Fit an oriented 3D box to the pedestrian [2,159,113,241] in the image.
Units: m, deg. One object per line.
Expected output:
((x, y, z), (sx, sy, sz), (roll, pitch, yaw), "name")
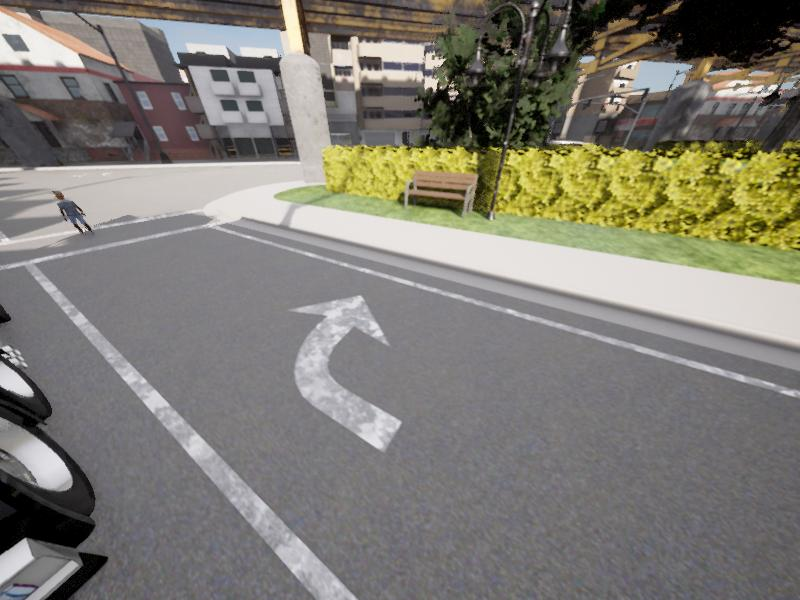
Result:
((-9.120, -2.688, 6.260), (0.751, 1.860, 0.751), (16, 38, 22), "pedestrian")

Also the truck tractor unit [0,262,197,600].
((-5.110, -0.301, 0.784), (6.516, 4.208, 3.053), (18, 39, 24), "truck tractor unit")

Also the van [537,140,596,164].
((17.613, -15.711, 24.605), (4.480, 2.038, 2.069), (-7, 35, -13), "van")

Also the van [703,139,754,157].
((48.445, -22.481, 34.095), (4.480, 2.038, 2.069), (-9, 36, -12), "van")
